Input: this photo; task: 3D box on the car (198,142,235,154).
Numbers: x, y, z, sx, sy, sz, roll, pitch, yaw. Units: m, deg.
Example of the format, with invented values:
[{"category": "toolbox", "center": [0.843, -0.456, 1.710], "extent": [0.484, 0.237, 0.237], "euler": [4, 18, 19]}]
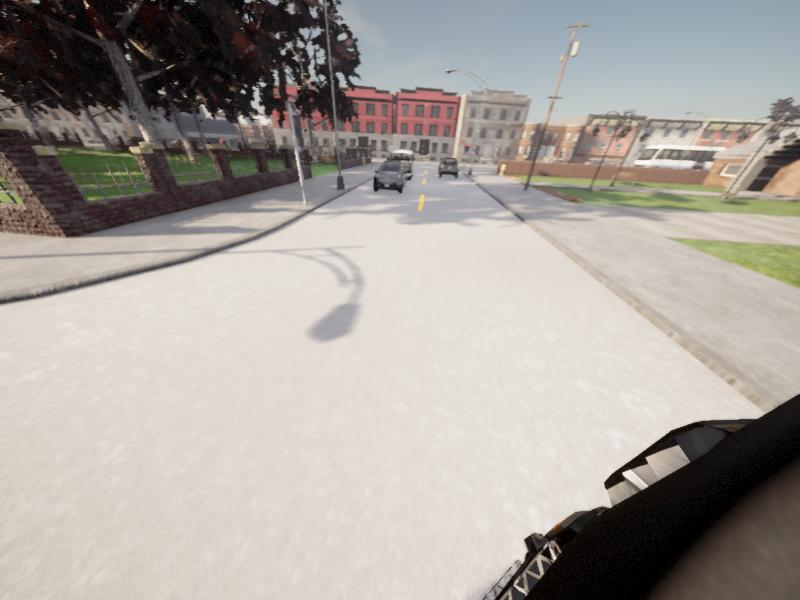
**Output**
[{"category": "car", "center": [-31.457, -26.057, 39.621], "extent": [4.514, 1.525, 2.007], "euler": [6, 34, 4]}]

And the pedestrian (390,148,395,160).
[{"category": "pedestrian", "center": [-1.423, -28.384, 44.874], "extent": [0.751, 1.860, 0.751], "euler": [6, 34, 4]}]

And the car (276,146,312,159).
[{"category": "car", "center": [-17.632, -24.711, 38.659], "extent": [4.892, 1.490, 1.837], "euler": [5, 34, 3]}]

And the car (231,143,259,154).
[{"category": "car", "center": [-28.641, -28.007, 42.777], "extent": [3.633, 1.501, 1.845], "euler": [5, 34, 4]}]

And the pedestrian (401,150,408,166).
[{"category": "pedestrian", "center": [0.656, -19.897, 32.384], "extent": [0.751, 1.860, 0.751], "euler": [10, 34, 11]}]

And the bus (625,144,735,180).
[{"category": "bus", "center": [43.903, -22.083, 36.829], "extent": [10.273, 4.253, 3.944], "euler": [6, 34, 4]}]

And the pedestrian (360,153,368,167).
[{"category": "pedestrian", "center": [-4.090, -15.885, 26.278], "extent": [0.751, 1.300, 0.751], "euler": [6, 34, 4]}]

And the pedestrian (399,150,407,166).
[{"category": "pedestrian", "center": [0.359, -19.365, 31.557], "extent": [0.751, 1.860, 0.751], "euler": [15, 35, 18]}]

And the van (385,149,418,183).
[{"category": "van", "center": [0.217, -10.985, 18.753], "extent": [2.069, 2.038, 4.480], "euler": [6, 34, 4]}]

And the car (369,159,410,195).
[{"category": "car", "center": [-0.489, -7.394, 13.731], "extent": [1.845, 1.501, 3.633], "euler": [6, 34, 4]}]

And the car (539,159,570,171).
[{"category": "car", "center": [25.932, -22.753, 38.956], "extent": [3.633, 1.501, 1.845], "euler": [6, 34, 4]}]

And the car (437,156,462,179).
[{"category": "car", "center": [4.664, -12.802, 22.230], "extent": [1.851, 1.617, 3.988], "euler": [6, 34, 4]}]

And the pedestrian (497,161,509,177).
[{"category": "pedestrian", "center": [10.327, -13.162, 23.232], "extent": [0.751, 1.300, 0.751], "euler": [13, 35, 14]}]

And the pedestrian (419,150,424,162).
[{"category": "pedestrian", "center": [4.114, -27.288, 43.634], "extent": [0.751, 1.860, 0.751], "euler": [2, 33, -1]}]

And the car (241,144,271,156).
[{"category": "car", "center": [-24.316, -25.381, 39.112], "extent": [3.705, 1.549, 1.789], "euler": [5, 34, 4]}]

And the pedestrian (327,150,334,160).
[{"category": "pedestrian", "center": [-10.516, -22.047, 35.112], "extent": [0.751, 1.300, 0.751], "euler": [-11, 36, -20]}]

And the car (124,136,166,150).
[{"category": "car", "center": [-44.559, -27.466, 40.443], "extent": [4.605, 1.855, 1.932], "euler": [6, 34, 4]}]

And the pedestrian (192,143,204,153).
[{"category": "pedestrian", "center": [-31.062, -23.361, 35.544], "extent": [0.751, 1.300, 0.751], "euler": [6, 34, 4]}]

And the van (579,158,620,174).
[{"category": "van", "center": [32.954, -22.269, 38.342], "extent": [4.442, 1.987, 1.775], "euler": [6, 34, 4]}]
